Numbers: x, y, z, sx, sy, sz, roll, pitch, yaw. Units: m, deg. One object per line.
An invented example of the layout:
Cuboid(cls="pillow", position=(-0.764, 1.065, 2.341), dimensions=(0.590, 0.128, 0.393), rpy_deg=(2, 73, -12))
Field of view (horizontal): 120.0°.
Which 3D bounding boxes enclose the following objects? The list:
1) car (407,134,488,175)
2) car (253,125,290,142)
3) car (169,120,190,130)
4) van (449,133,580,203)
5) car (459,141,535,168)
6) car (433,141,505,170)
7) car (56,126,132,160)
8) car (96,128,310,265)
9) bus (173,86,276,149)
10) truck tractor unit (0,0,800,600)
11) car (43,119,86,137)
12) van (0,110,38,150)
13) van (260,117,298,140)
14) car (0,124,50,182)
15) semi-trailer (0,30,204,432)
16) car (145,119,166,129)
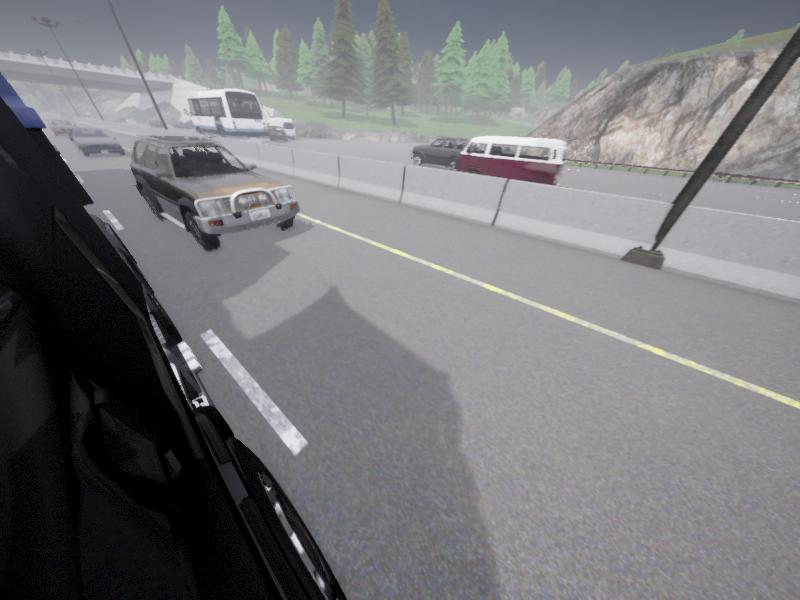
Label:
Cuboid(cls="car", position=(2.944, -9.660, 15.160), dimensions=(4.605, 1.855, 1.932), rpy_deg=(27, 43, 29))
Cuboid(cls="car", position=(-17.313, -22.483, 31.161), dimensions=(4.611, 1.667, 2.242), rpy_deg=(27, 43, 29))
Cuboid(cls="car", position=(-47.257, -37.529, 49.503), dimensions=(4.193, 1.474, 1.816), rpy_deg=(27, 43, 29))
Cuboid(cls="van", position=(4.859, -6.082, 10.377), dimensions=(4.480, 2.038, 2.069), rpy_deg=(27, 43, 28))
Cuboid(cls="car", position=(7.940, -12.290, 19.394), dimensions=(5.357, 1.411, 2.033), rpy_deg=(27, 43, 29))
Cuboid(cls="car", position=(5.095, -11.068, 17.540), dimensions=(4.674, 1.442, 1.812), rpy_deg=(27, 43, 29))
Cuboid(cls="car", position=(-19.639, -10.166, 14.803), dimensions=(5.357, 1.411, 2.033), rpy_deg=(27, 43, 29))
Cuboid(cls="car", position=(-4.561, -2.739, 5.439), dimensions=(4.605, 1.855, 1.932), rpy_deg=(26, 43, 27))
Cuboid(cls="bus", position=(-17.810, -18.347, 23.457), dimensions=(10.273, 4.253, 3.944), rpy_deg=(27, 43, 28))
Cuboid(cls="truck tractor unit", position=(-2.645, -0.295, 0.351), dimensions=(6.516, 4.208, 3.053), rpy_deg=(28, 44, 30))
Cuboid(cls="car", position=(-36.054, -18.450, 24.837), dimensions=(4.181, 1.385, 1.994), rpy_deg=(27, 43, 29))
Cuboid(cls="van", position=(-27.176, -11.565, 15.649), dimensions=(4.480, 2.038, 2.069), rpy_deg=(27, 43, 29))
Cuboid(cls="van", position=(-18.382, -26.059, 35.142), dimensions=(5.915, 2.561, 1.988), rpy_deg=(27, 43, 29))
Cuboid(cls="car", position=(-16.480, -5.985, 9.241), dimensions=(4.856, 1.649, 2.033), rpy_deg=(26, 43, 29))
Cuboid(cls="semi-trailer", position=(-8.805, -3.533, 4.116), dimensions=(14.254, 4.402, 2.717), rpy_deg=(27, 43, 29))
Cuboid(cls="car", position=(-51.053, -36.772, 48.250), dimensions=(4.193, 1.474, 1.816), rpy_deg=(27, 43, 29))
